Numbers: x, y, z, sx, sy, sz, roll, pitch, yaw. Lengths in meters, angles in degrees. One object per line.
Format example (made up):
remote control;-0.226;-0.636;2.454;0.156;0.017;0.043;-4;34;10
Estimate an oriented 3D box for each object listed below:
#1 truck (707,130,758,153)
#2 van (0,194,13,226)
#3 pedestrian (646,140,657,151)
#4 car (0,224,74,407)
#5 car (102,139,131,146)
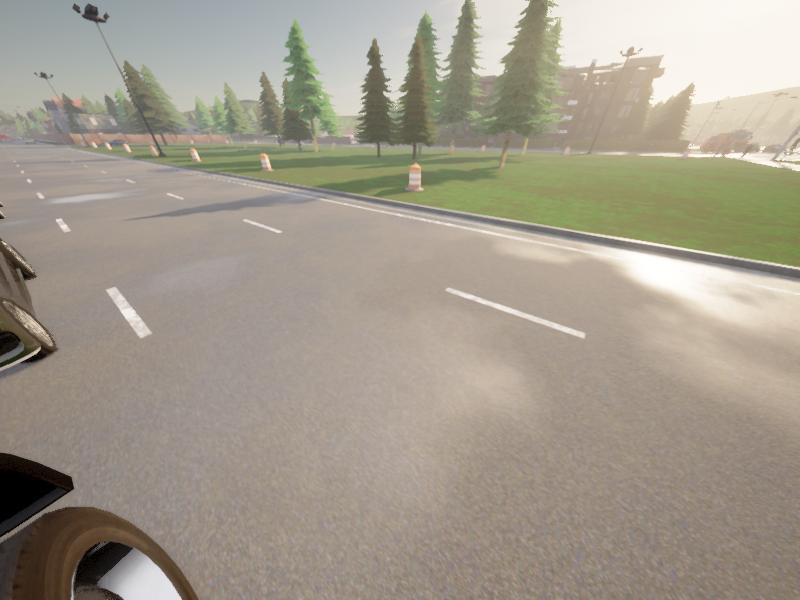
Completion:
truck;71.464;-34.382;49.987;2.891;3.827;8.468;22;40;28
van;-14.337;-3.503;7.042;4.442;1.987;1.775;22;41;28
pedestrian;52.338;-32.149;48.055;0.751;1.860;0.751;22;40;27
car;-6.486;-0.152;2.682;5.027;1.651;2.152;22;41;28
car;-77.765;-43.345;63.510;2.007;1.525;4.514;12;37;17
